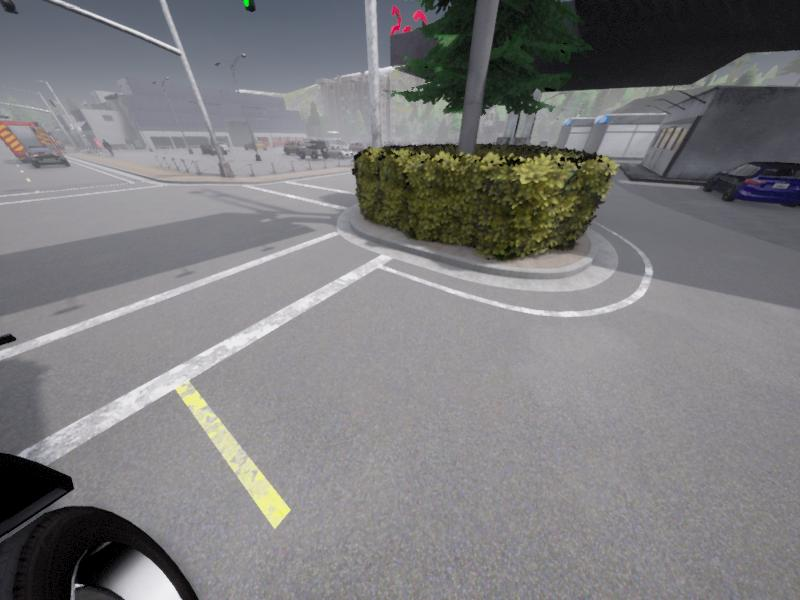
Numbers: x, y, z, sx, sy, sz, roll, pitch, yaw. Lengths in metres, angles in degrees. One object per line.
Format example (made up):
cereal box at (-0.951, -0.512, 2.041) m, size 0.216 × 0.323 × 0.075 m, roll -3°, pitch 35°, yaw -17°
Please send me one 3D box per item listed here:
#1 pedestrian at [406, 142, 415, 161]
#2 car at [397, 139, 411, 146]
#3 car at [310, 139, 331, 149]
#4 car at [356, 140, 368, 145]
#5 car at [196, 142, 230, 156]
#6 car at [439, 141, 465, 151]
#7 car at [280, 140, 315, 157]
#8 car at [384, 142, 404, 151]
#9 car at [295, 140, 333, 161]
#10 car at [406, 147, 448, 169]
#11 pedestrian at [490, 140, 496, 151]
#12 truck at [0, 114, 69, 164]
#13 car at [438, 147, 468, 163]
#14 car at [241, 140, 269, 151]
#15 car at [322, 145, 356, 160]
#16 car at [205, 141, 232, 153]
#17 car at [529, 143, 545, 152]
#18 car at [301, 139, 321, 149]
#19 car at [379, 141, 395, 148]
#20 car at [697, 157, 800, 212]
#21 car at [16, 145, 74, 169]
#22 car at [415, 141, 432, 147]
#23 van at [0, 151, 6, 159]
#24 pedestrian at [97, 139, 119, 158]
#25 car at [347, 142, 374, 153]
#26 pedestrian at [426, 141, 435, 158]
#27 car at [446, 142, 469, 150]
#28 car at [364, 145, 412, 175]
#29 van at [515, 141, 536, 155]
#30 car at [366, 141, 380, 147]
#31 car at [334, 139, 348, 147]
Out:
pedestrian at (1.264, -17.825, 27.648) m, size 0.751 × 1.860 × 0.751 m, roll 23°, pitch 41°, yaw 29°
car at (1.368, -53.637, 78.796) m, size 4.605 × 1.855 × 1.932 m, roll 22°, pitch 40°, yaw 27°
car at (-18.581, -36.592, 54.090) m, size 4.605 × 1.855 × 1.932 m, roll 22°, pitch 41°, yaw 28°
car at (-13.778, -57.603, 84.641) m, size 1.816 × 1.474 × 4.193 m, roll 22°, pitch 41°, yaw 28°
car at (-26.926, -21.712, 33.252) m, size 4.514 × 1.523 × 2.007 m, roll 22°, pitch 41°, yaw 28°
car at (11.770, -34.981, 52.408) m, size 5.027 × 1.636 × 2.152 m, roll 22°, pitch 41°, yaw 28°
car at (-14.744, -21.823, 33.143) m, size 4.605 × 1.855 × 1.932 m, roll 22°, pitch 41°, yaw 28°
car at (-1.297, -31.959, 48.011) m, size 3.633 × 1.501 × 1.845 m, roll 22°, pitch 41°, yaw 28°
car at (-10.165, -17.684, 27.260) m, size 3.866 × 1.878 × 1.905 m, roll 22°, pitch 41°, yaw 28°
car at (2.836, -14.704, 23.736) m, size 2.033 × 1.649 × 4.856 m, roll 22°, pitch 41°, yaw 28°
pedestrian at (19.910, -33.049, 49.390) m, size 0.751 × 1.860 × 0.751 m, roll 23°, pitch 41°, yaw 29°
truck at (-38.717, -16.612, 23.927) m, size 8.468 × 3.827 × 2.891 m, roll 22°, pitch 41°, yaw 28°
car at (6.479, -17.607, 28.013) m, size 1.970 × 1.475 × 3.806 m, roll 22°, pitch 41°, yaw 28°
car at (-27.215, -29.019, 43.377) m, size 5.027 × 1.636 × 2.152 m, roll 22°, pitch 41°, yaw 28°
car at (-7.765, -18.814, 29.374) m, size 3.806 × 1.475 × 1.970 m, roll 22°, pitch 41°, yaw 28°
car at (-30.617, -25.827, 38.958) m, size 3.806 × 1.475 × 1.970 m, roll 22°, pitch 41°, yaw 28°
car at (29.831, -33.104, 50.155) m, size 2.007 × 1.525 × 4.514 m, roll 22°, pitch 41°, yaw 28°
car at (-19.903, -35.104, 51.933) m, size 3.866 × 1.878 × 1.905 m, roll 22°, pitch 41°, yaw 28°
car at (-3.463, -41.196, 61.226) m, size 3.806 × 1.475 × 1.970 m, roll 22°, pitch 41°, yaw 28°
car at (17.422, -5.822, 11.299) m, size 2.242 × 1.667 × 4.611 m, roll 22°, pitch 41°, yaw 28°
car at (-31.421, -12.703, 20.417) m, size 4.974 × 1.542 × 2.038 m, roll 22°, pitch 41°, yaw 28°
car at (7.701, -50.968, 75.394) m, size 4.792 × 1.488 × 2.163 m, roll 22°, pitch 40°, yaw 27°
van at (-50.399, -17.900, 27.225) m, size 4.480 × 2.038 × 2.069 m, roll 10°, pitch 33°, yaw 13°
pedestrian at (-34.362, -17.899, 27.233) m, size 0.751 × 1.860 × 0.751 m, roll -22°, pitch 41°, yaw -29°
car at (-7.042, -27.287, 41.301) m, size 4.514 × 1.523 × 2.007 m, roll 22°, pitch 41°, yaw 28°
pedestrian at (4.046, -20.170, 30.997) m, size 0.751 × 1.860 × 0.751 m, roll 23°, pitch 41°, yaw 28°
car at (13.520, -36.467, 54.546) m, size 4.514 × 1.523 × 2.007 m, roll 22°, pitch 41°, yaw 28°
car at (-0.883, -11.788, 19.341) m, size 1.905 × 1.878 × 3.866 m, roll 22°, pitch 41°, yaw 28°
van at (22.922, -27.710, 41.980) m, size 2.069 × 2.038 × 4.480 m, roll 22°, pitch 41°, yaw 28°
car at (-7.849, -45.068, 66.677) m, size 3.633 × 1.501 × 1.845 m, roll 22°, pitch 41°, yaw 28°
car at (-18.774, -50.121, 73.648) m, size 1.905 × 1.878 × 3.866 m, roll 22°, pitch 41°, yaw 28°
